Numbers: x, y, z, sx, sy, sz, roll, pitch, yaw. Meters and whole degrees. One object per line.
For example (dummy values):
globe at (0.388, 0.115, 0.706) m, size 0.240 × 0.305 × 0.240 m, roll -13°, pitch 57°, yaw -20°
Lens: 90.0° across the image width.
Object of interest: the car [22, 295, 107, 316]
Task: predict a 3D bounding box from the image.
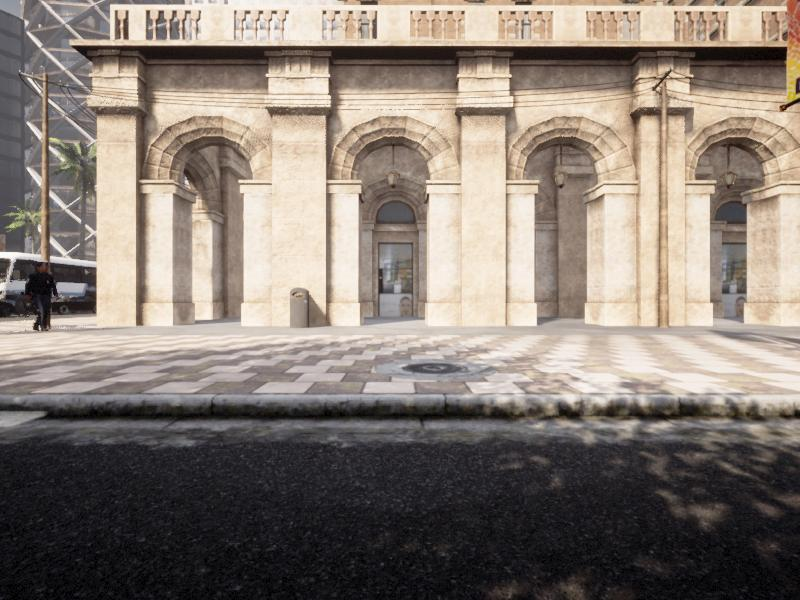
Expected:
car at (-23.035, 0.340, 27.750) m, size 1.895 × 1.301 × 4.718 m, roll 0°, pitch 0°, yaw 0°

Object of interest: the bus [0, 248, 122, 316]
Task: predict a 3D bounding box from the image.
bus at (-26.426, -1.138, 30.064) m, size 3.944 × 4.253 × 10.273 m, roll 0°, pitch 0°, yaw 0°

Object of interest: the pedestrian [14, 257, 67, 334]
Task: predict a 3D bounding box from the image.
pedestrian at (-9.126, -0.116, 10.162) m, size 0.751 × 1.860 × 0.751 m, roll 0°, pitch 0°, yaw 24°

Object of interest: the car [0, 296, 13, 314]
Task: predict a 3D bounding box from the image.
car at (-30.045, 0.339, 27.757) m, size 1.895 × 1.301 × 4.718 m, roll 0°, pitch 0°, yaw 0°

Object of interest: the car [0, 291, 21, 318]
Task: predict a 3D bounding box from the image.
car at (-23.029, 0.251, 21.246) m, size 1.816 × 1.474 × 4.193 m, roll 0°, pitch 0°, yaw 0°
